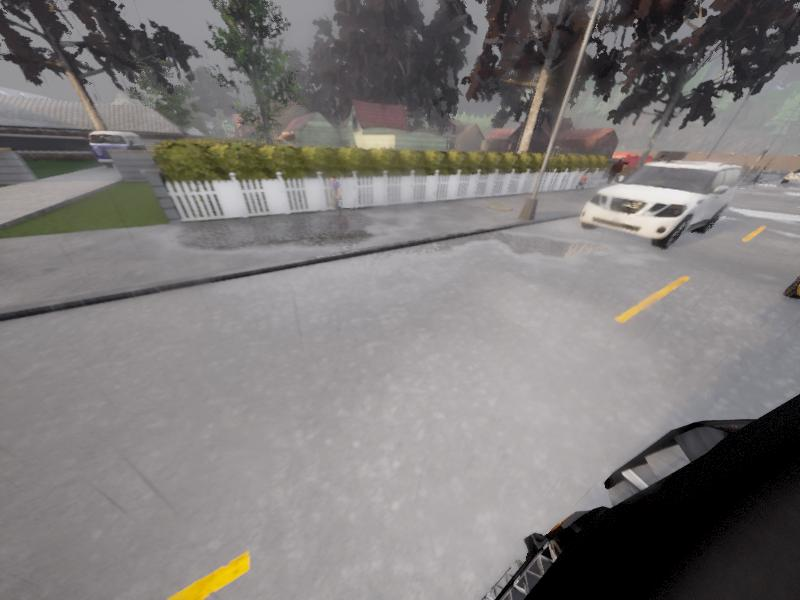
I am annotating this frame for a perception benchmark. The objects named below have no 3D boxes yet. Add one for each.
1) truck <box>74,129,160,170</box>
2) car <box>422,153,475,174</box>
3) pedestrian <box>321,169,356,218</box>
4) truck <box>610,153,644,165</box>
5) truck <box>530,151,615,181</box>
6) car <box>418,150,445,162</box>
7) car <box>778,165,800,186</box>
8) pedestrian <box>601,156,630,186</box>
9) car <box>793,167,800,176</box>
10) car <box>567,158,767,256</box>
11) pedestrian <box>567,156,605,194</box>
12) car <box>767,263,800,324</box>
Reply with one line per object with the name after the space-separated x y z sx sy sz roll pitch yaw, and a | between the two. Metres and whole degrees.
-18.795 -10.231 15.719 2.069 2.038 4.478 -16 38 -26 | truck
4.294 -12.141 20.503 4.181 1.381 1.994 -16 38 -26 | car
-1.972 -3.472 7.497 0.751 1.300 0.751 -16 38 -26 | pedestrian
58.880 -36.731 60.075 2.627 2.467 5.204 -16 38 -26 | truck
17.325 -13.853 23.696 2.390 2.098 6.274 -16 38 -26 | truck
5.448 -25.429 40.653 1.801 1.575 5.366 -16 38 -26 | car
44.740 -13.813 25.572 4.605 1.855 1.932 -16 38 -26 | car
16.064 -9.602 17.252 0.751 1.860 0.751 16 36 19 | pedestrian
74.842 -23.058 41.530 1.789 1.549 3.705 1 34 -3 | car
8.375 -3.202 7.308 5.566 2.045 2.150 -16 38 -25 | car
10.632 -7.150 13.256 0.751 1.860 0.751 -5 35 -11 | pedestrian
8.991 -0.656 3.975 5.366 1.575 1.801 -16 38 -26 | car
